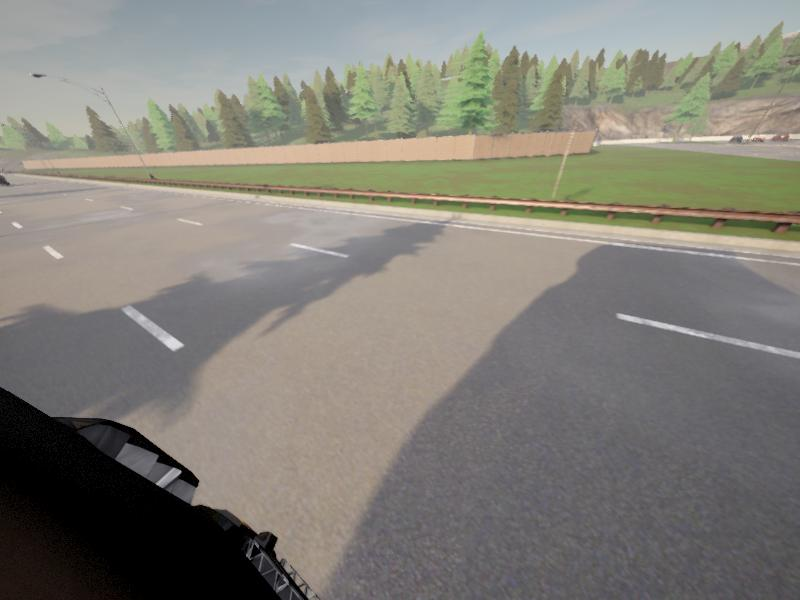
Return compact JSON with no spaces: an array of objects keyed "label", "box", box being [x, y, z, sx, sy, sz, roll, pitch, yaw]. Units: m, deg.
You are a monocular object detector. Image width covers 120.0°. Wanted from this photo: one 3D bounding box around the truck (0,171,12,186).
[{"label":"truck","box":[-52.269,-15.546,29.084,6.274,2.098,2.390,16,38,26]}]
